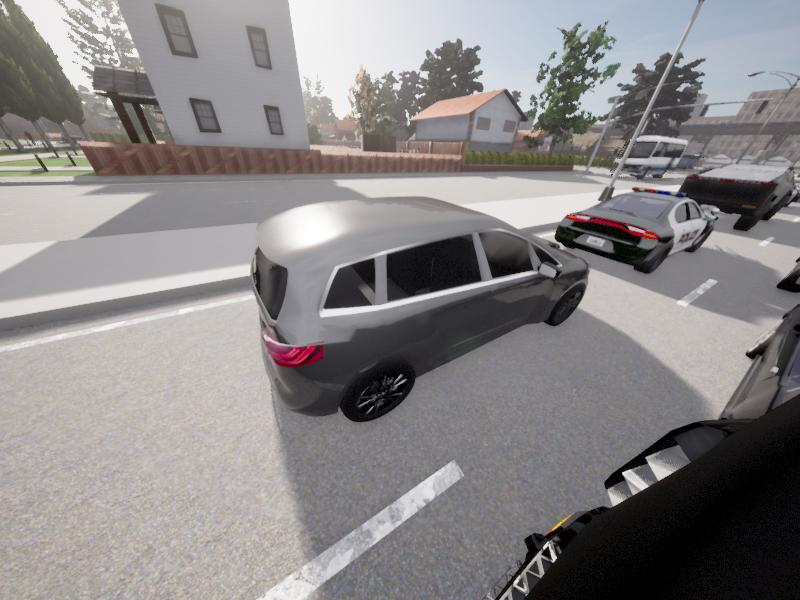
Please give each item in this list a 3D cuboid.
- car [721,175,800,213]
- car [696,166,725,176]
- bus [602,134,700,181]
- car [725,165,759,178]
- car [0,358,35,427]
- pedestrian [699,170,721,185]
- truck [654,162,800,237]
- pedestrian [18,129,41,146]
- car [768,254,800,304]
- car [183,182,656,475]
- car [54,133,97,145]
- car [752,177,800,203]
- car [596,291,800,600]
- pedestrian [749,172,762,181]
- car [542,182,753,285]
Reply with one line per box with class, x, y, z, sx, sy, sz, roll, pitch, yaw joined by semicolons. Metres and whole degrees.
car;21.743;-6.375;13.642;4.974;1.542;2.038;-16;38;-26
car;56.078;-23.346;41.685;4.181;1.385;1.994;-16;38;-25
bus;30.283;-17.162;27.980;10.273;4.253;3.944;-16;38;-25
car;57.913;-21.794;39.130;4.553;1.767;2.097;-16;38;-25
car;-5.561;1.312;0.115;5.366;1.575;1.801;-16;38;-25
pedestrian;32.920;-13.003;24.551;0.751;1.300;0.751;-12;36;-21
truck;14.113;-4.454;9.705;6.274;2.098;2.390;-16;38;-25
pedestrian;-49.247;-21.630;30.745;0.751;1.860;0.751;-22;41;-32
car;9.826;-0.887;4.321;4.553;1.767;2.097;-16;38;-25
car;0.588;-0.460;3.132;4.611;1.667;2.242;-16;38;-26
car;-60.244;-29.888;42.955;4.856;1.649;2.033;7;34;6
car;28.655;-8.230;17.133;4.718;1.301;1.895;-16;38;-25
car;3.823;1.014;1.491;4.718;1.301;1.895;-16;38;-26
pedestrian;50.956;-17.718;33.097;0.500;1.100;0.500;-27;43;-36
car;6.499;-2.072;6.099;4.974;1.542;2.038;-16;38;-26
